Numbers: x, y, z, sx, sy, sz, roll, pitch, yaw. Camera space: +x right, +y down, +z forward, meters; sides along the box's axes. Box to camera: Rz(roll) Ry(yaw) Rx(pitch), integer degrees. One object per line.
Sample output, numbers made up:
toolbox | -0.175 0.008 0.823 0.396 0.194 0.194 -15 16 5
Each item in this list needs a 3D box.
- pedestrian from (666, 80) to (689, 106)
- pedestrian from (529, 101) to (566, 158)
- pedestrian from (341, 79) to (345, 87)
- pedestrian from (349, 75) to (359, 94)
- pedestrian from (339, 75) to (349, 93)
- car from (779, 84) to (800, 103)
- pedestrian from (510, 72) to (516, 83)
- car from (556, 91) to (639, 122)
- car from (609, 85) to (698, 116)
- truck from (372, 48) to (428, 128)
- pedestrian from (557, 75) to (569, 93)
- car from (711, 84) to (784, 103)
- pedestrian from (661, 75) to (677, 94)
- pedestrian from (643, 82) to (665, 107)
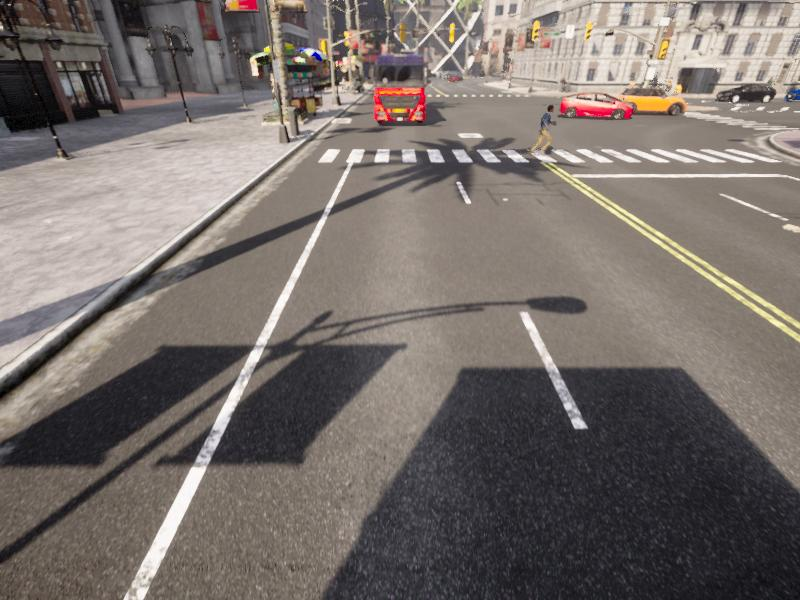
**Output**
pedestrian | 22.341 -16.672 32.255 0.751 1.860 0.751 -3 30 -5
pedestrian | 5.473 -6.360 14.945 0.751 1.860 0.751 -2 30 -3
pedestrian | -8.684 -33.258 61.282 0.500 1.100 0.500 1 30 1
pedestrian | -5.341 -25.046 46.522 0.751 1.860 0.751 18 35 27
pedestrian | -6.735 -25.884 47.951 0.751 1.860 0.751 18 35 28
car | 39.556 -19.602 37.910 5.008 1.535 1.882 0 30 -1
pedestrian | 21.274 -41.944 75.355 0.751 1.860 0.751 11 32 18
car | 12.830 -12.713 26.164 4.514 1.525 2.007 13 33 21
car | 17.661 -14.057 28.192 4.553 1.767 2.097 4 31 8
truck | -0.007 -13.455 25.151 2.891 3.827 8.468 0 30 0
pedestrian | 19.340 -25.618 47.502 0.751 1.860 0.751 1 30 2
car | 32.775 -19.555 37.871 4.892 1.490 1.837 0 30 0
pedestrian | 31.160 -24.919 46.311 0.751 1.860 0.751 1 30 2
pedestrian | 21.101 -17.086 33.246 0.751 1.860 0.751 -2 30 -4
